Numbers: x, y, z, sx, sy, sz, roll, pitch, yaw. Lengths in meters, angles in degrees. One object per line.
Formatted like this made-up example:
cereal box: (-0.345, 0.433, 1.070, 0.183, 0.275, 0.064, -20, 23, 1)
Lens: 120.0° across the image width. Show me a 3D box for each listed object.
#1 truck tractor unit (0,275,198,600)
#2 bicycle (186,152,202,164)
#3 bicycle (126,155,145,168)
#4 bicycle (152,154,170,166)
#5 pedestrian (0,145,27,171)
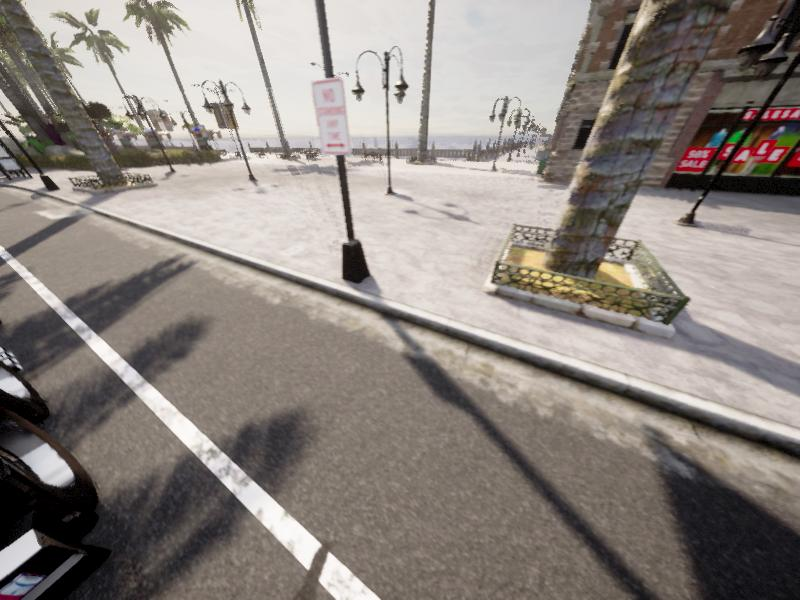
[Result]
truck tractor unit: (-5.130, -0.281, 0.755, 6.516, 4.208, 3.053, 18, 39, 23)
bicycle: (-22.896, -15.816, 25.693, 1.643, 1.024, 0.373, 17, 38, 23)
bicycle: (-25.268, -13.261, 22.068, 1.643, 1.024, 0.373, 17, 38, 23)
bicycle: (-24.319, -14.283, 23.518, 1.643, 1.024, 0.373, 17, 38, 23)
pedestrian: (-33.371, -12.089, 19.689, 0.751, 1.860, 0.751, 18, 39, 25)
